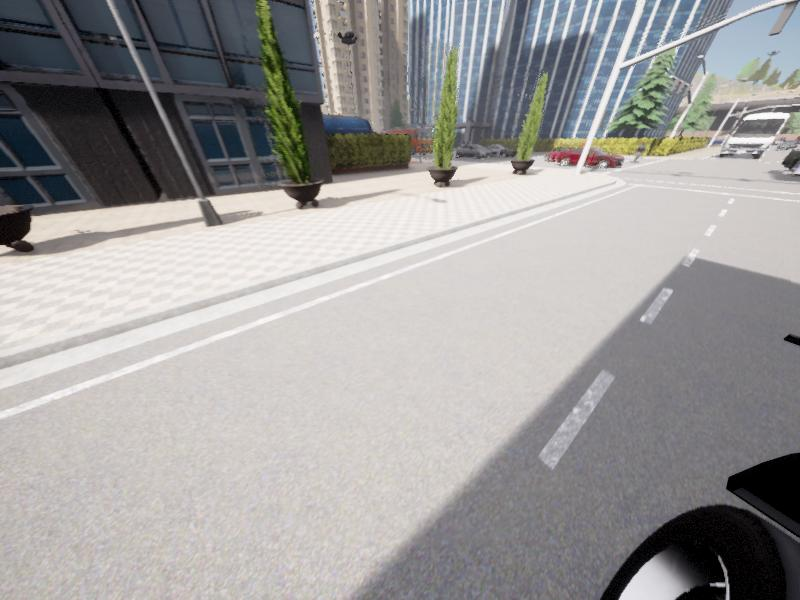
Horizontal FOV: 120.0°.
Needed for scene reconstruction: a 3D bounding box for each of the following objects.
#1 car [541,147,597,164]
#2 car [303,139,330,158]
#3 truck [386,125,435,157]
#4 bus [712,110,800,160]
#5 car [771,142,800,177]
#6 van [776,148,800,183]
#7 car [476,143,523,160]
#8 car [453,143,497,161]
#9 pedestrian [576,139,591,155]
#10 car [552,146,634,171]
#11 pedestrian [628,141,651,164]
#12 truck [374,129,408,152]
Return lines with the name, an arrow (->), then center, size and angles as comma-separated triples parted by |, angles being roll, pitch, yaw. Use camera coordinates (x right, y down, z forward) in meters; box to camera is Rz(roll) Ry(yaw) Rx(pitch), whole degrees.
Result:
car -> 17.789, -15.423, 24.553 | 1.994, 1.385, 4.181 | -25, 42, -30
car -> -12.099, -22.352, 34.001 | 2.390, 2.098, 6.274 | -4, 35, -5
truck -> 1.373, -25.333, 36.813 | 2.891, 3.827, 8.468 | -23, 41, -29
bus -> 43.112, -19.823, 27.972 | 10.273, 4.253, 3.944 | -24, 41, -29
car -> 27.141, -8.690, 14.341 | 1.905, 1.878, 3.866 | -24, 41, -30
van -> 25.232, -7.031, 11.528 | 2.351, 2.431, 6.366 | -24, 41, -30
car -> 12.700, -19.263, 29.879 | 1.930, 1.638, 5.238 | -24, 41, -29
car -> 9.208, -18.569, 28.910 | 2.242, 1.667, 4.611 | -24, 41, -29
pedestrian -> 25.955, -21.701, 32.677 | 0.751, 1.860, 0.751 | -21, 40, -27
car -> 16.683, -12.572, 20.347 | 1.882, 1.535, 5.008 | -20, 39, -26
pedestrian -> 23.219, -14.336, 22.452 | 0.751, 1.860, 0.751 | 19, 39, 26
truck -> -2.038, -34.481, 49.937 | 2.891, 3.827, 8.468 | -24, 41, -29
